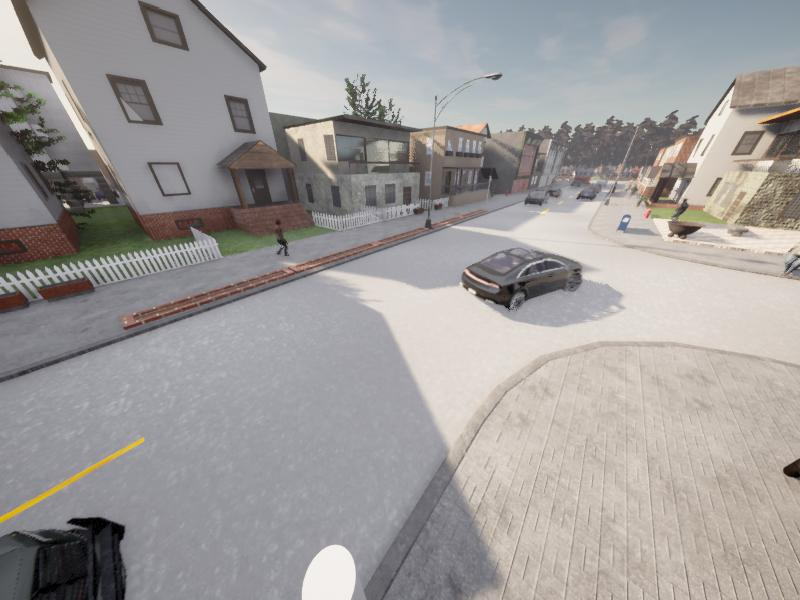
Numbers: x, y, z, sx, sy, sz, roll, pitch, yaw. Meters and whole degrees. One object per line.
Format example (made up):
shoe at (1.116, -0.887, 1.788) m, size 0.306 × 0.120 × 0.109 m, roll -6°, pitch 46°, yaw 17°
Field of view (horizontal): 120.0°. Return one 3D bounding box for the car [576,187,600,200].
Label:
car at (27.128, -15.406, 33.321) m, size 1.994 × 1.385 × 4.181 m, roll 23°, pitch 37°, yaw 34°

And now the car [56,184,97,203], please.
car at (-41.858, -13.887, 30.046) m, size 1.905 × 1.878 × 3.866 m, roll -23°, pitch 37°, yaw -34°

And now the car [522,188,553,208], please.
car at (16.653, -12.450, 27.928) m, size 1.930 × 1.638 × 5.238 m, roll 22°, pitch 37°, yaw 33°

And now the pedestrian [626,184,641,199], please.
pedestrian at (31.777, -14.786, 31.498) m, size 0.751 × 1.860 × 0.751 m, roll -25°, pitch 38°, yaw -36°

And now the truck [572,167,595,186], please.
truck at (45.996, -30.900, 57.703) m, size 2.891 × 3.827 × 8.468 m, roll 22°, pitch 36°, yaw 33°

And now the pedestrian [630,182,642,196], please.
pedestrian at (36.294, -17.113, 35.529) m, size 0.751 × 1.860 × 0.751 m, roll 24°, pitch 38°, yaw 35°

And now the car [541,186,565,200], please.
car at (22.570, -15.796, 33.997) m, size 1.994 × 1.385 × 4.181 m, roll 23°, pitch 37°, yaw 34°

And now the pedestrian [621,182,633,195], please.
pedestrian at (35.537, -17.489, 36.180) m, size 0.751 × 1.860 × 0.751 m, roll 26°, pitch 39°, yaw 37°

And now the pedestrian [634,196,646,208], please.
pedestrian at (25.736, -10.485, 24.809) m, size 0.500 × 1.100 × 0.500 m, roll 21°, pitch 36°, yaw 32°

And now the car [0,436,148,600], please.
car at (-4.533, 3.384, 0.609) m, size 2.038 × 1.542 × 4.974 m, roll 23°, pitch 37°, yaw 34°

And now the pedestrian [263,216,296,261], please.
pedestrian at (-5.683, -2.925, 10.955) m, size 0.751 × 1.860 × 0.751 m, roll 26°, pitch 39°, yaw 37°

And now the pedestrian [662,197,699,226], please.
pedestrian at (20.198, -6.391, 16.706) m, size 0.751 × 1.860 × 0.751 m, roll 2°, pitch 30°, yaw 3°

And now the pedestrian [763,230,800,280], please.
pedestrian at (15.798, -1.819, 9.059) m, size 0.751 × 1.860 × 0.751 m, roll -8°, pitch 31°, yaw -13°

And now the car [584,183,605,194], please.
car at (34.382, -19.749, 40.818) m, size 2.033 × 1.411 × 5.357 m, roll 23°, pitch 37°, yaw 34°

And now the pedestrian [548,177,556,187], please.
pedestrian at (34.032, -26.450, 51.702) m, size 0.751 × 1.860 × 0.751 m, roll -18°, pitch 35°, yaw -28°

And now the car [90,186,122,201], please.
car at (-40.001, -14.531, 31.503) m, size 1.845 × 1.501 × 3.633 m, roll -23°, pitch 37°, yaw -34°

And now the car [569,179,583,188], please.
car at (38.246, -25.272, 50.230) m, size 1.789 × 1.549 × 3.705 m, roll 22°, pitch 36°, yaw 33°

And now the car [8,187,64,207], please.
car at (-43.673, -12.532, 27.911) m, size 2.242 × 1.667 × 4.611 m, roll -23°, pitch 37°, yaw -34°

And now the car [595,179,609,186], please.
car at (50.542, -29.465, 57.746) m, size 1.895 × 1.301 × 4.718 m, roll 25°, pitch 38°, yaw 36°

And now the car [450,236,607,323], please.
car at (4.490, -1.007, 8.239) m, size 4.902 × 1.511 × 2.128 m, roll -14°, pitch 32°, yaw -23°

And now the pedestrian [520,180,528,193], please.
pedestrian at (20.906, -19.102, 38.975) m, size 0.751 × 1.860 × 0.751 m, roll 18°, pitch 35°, yaw 28°
